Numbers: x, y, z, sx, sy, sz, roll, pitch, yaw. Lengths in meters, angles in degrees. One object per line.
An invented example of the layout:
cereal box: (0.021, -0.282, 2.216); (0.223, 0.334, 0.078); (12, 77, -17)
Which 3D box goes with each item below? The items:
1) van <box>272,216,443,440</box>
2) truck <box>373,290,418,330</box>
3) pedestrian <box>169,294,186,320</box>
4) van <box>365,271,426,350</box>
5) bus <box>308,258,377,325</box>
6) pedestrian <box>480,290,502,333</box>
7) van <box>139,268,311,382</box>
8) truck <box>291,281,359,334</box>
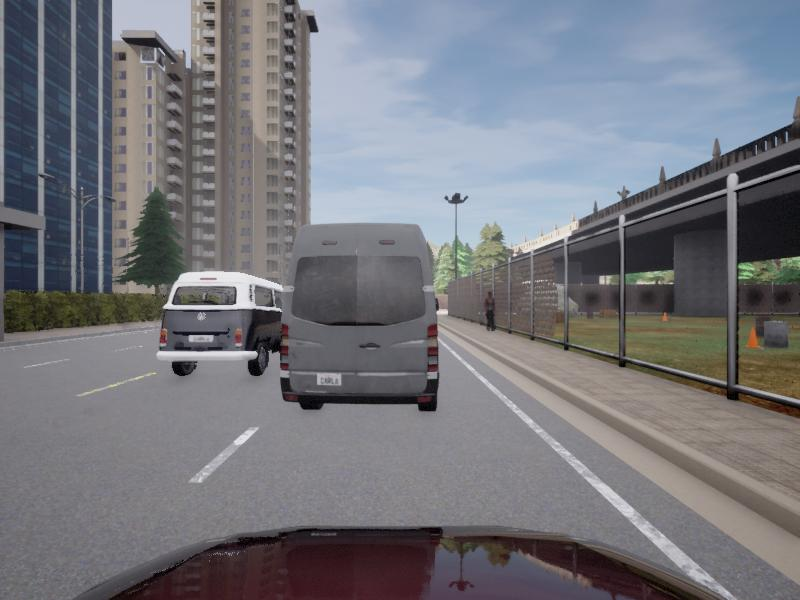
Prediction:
van: (-0.353, 0.322, 7.571); (1.988, 2.561, 5.915); (0, 0, 3)
truck: (-0.279, 0.542, 24.364); (2.390, 2.098, 6.274); (0, 0, -1)
pedestrian: (-15.944, 0.485, 28.674); (0.751, 1.860, 0.751); (0, 0, -2)
van: (-0.179, 0.323, 15.946); (1.988, 2.561, 5.915); (0, 0, -1)
bus: (-3.973, -0.535, 30.721); (3.944, 4.253, 10.273); (0, 0, -1)
pedestrian: (3.990, 0.485, 17.627); (0.751, 1.860, 0.751); (0, 0, -4)
van: (-3.612, 0.551, 9.403); (2.069, 2.038, 4.480); (0, -3, 0)
truck: (-3.742, 0.354, 21.130); (2.627, 2.467, 5.204); (0, 0, -1)
